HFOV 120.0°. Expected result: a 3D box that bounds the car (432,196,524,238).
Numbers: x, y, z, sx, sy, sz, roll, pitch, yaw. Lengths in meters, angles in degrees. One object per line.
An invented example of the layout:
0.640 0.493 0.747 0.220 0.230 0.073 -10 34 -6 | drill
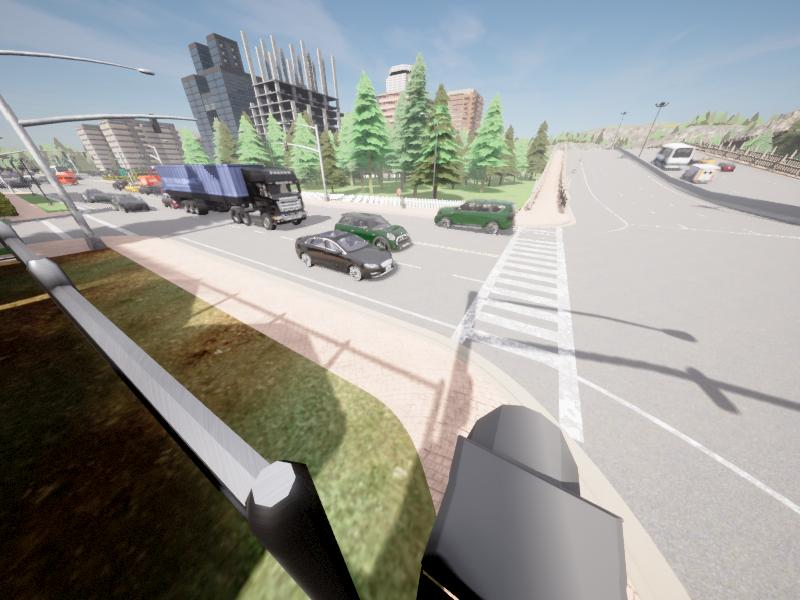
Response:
5.338 -6.052 16.439 5.566 2.045 2.150 17 34 27 | car

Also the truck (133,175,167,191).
-49.132 -23.022 45.411 5.204 2.467 2.627 17 34 27 | truck

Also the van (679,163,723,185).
51.676 -21.931 39.938 2.351 2.431 6.366 16 41 26 | van

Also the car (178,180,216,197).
-31.949 -17.567 36.387 5.566 2.045 2.150 17 34 27 | car

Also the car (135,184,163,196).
-41.167 -18.094 37.870 4.193 1.474 1.816 17 34 27 | car

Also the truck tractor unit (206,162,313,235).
-10.322 -7.767 17.252 6.516 4.208 3.053 17 34 27 | truck tractor unit

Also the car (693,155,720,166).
68.203 -31.116 51.463 1.801 1.575 5.366 16 41 26 | car

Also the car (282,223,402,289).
-2.551 -2.155 10.227 4.902 1.511 2.128 17 34 27 | car

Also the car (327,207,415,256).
-1.649 -4.057 13.237 4.553 1.767 2.097 17 34 27 | car

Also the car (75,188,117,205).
-38.859 -13.300 29.520 4.974 1.542 2.038 17 34 27 | car

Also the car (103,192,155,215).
-27.559 -9.886 23.487 5.238 1.638 1.930 17 34 27 | car

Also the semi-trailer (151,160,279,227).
-17.030 -9.958 20.835 14.254 4.402 2.717 18 34 27 | semi-trailer

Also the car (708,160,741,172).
63.857 -26.386 45.530 2.163 1.488 4.792 16 41 26 | car

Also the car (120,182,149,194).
-47.118 -19.966 41.007 5.366 1.575 1.801 17 34 27 | car

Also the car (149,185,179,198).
-35.779 -16.477 34.990 3.705 1.549 1.789 17 34 27 | car

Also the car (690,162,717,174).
59.808 -26.164 45.652 1.816 1.474 4.193 16 41 26 | car

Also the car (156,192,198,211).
-24.625 -10.963 25.541 3.806 1.475 1.970 17 34 28 | car

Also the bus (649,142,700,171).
59.868 -31.735 50.894 3.944 4.253 10.273 16 41 26 | bus
